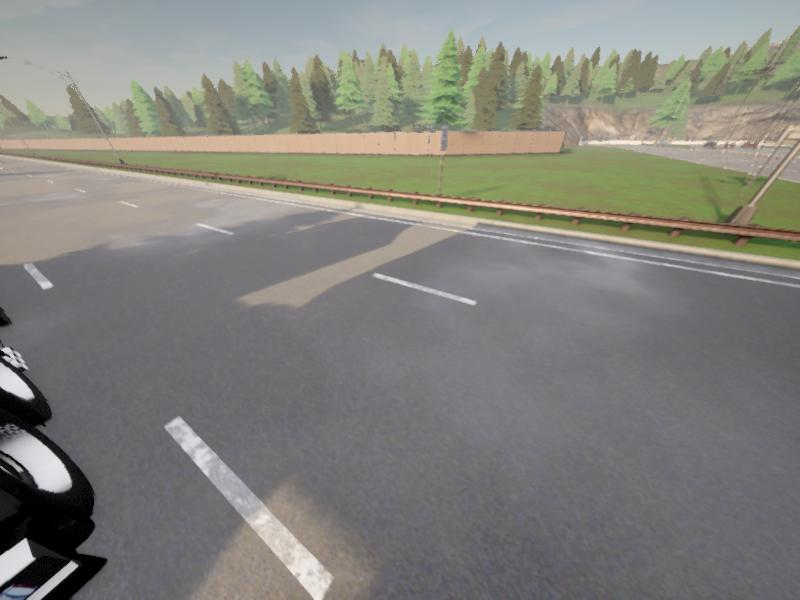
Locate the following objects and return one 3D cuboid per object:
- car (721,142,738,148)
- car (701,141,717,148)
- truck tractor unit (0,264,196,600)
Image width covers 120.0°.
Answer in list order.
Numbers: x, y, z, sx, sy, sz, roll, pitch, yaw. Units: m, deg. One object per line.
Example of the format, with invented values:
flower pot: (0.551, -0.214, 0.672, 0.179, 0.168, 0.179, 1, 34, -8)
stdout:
car: (83.289, -39.277, 58.461, 4.718, 1.301, 1.895, -28, 43, -34)
car: (78.918, -39.736, 59.001, 4.892, 1.490, 1.837, -28, 43, -34)
truck tractor unit: (-5.113, -0.294, 0.796, 6.516, 4.208, 3.053, 18, 38, 24)
